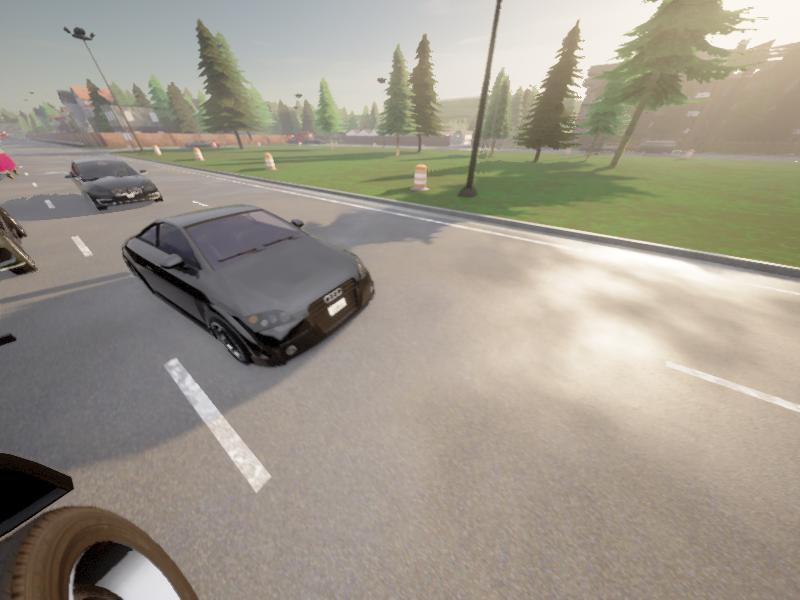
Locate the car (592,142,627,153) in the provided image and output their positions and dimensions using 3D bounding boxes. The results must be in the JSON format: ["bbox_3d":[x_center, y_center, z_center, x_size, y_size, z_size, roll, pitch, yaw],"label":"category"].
[{"bbox_3d":[40.202,-29.357,44.468,4.611,1.667,2.242,22,41,28],"label":"car"}]

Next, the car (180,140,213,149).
[{"bbox_3d":[-43.164,-33.130,49.135,2.007,1.525,4.514,15,38,20],"label":"car"}]

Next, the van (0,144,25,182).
[{"bbox_3d":[-24.808,-8.255,13.621,4.442,1.987,1.775,27,43,32],"label":"van"}]

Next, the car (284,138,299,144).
[{"bbox_3d":[-38.982,-57.079,83.039,4.611,1.667,2.242,22,41,28],"label":"car"}]

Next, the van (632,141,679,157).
[{"bbox_3d":[40.797,-24.292,37.025,4.442,1.987,1.775,22,41,28],"label":"van"}]

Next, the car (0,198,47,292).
[{"bbox_3d":[-9.434,-1.409,4.392,5.027,1.651,2.152,23,41,28],"label":"car"}]

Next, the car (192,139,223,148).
[{"bbox_3d":[-44.337,-36.124,53.294,2.242,1.667,4.611,19,39,24],"label":"car"}]

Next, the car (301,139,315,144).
[{"bbox_3d":[-34.194,-58.921,85.750,4.792,1.488,2.163,22,41,28],"label":"car"}]

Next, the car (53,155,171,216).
[{"bbox_3d":[-11.538,-4.759,9.229,4.892,1.490,1.837,23,41,28],"label":"car"}]

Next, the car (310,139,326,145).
[{"bbox_3d":[-28.596,-55.179,80.626,5.027,1.651,2.152,22,41,28],"label":"car"}]

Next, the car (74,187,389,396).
[{"bbox_3d":[-2.494,-0.661,3.627,4.181,1.385,1.994,19,39,25],"label":"car"}]
